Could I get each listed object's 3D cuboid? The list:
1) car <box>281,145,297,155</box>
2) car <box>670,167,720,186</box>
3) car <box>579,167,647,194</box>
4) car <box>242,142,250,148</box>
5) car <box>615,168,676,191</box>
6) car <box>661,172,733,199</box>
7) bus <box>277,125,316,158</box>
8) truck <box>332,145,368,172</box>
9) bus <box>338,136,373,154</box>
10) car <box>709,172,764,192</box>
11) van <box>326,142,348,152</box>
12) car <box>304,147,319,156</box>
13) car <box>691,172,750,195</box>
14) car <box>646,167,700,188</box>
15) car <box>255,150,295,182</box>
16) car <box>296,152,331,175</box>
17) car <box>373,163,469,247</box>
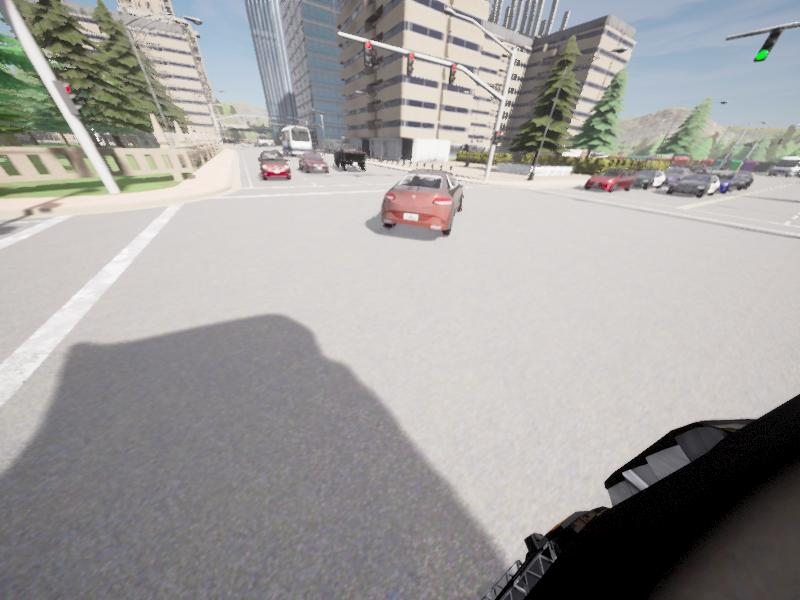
[{"bbox_3d":[-23.632,-31.934,49.076,2.128,1.511,4.902,-16,38,-26],"label":"car"},{"bbox_3d":[34.387,-14.467,26.960,4.611,1.667,2.242,-16,38,-26],"label":"car"},{"bbox_3d":[16.716,-9.439,18.140,4.514,1.525,2.007,-15,37,-25],"label":"car"},{"bbox_3d":[-50.199,-50.612,75.252,1.801,1.575,5.366,-16,38,-26],"label":"car"},{"bbox_3d":[22.143,-10.939,20.819,4.974,1.542,2.038,-16,38,-26],"label":"car"},{"bbox_3d":[22.970,-8.944,17.866,4.974,1.542,2.038,-16,38,-26],"label":"car"},{"bbox_3d":[-18.571,-27.968,40.981,3.944,4.253,10.273,-16,38,-26],"label":"bus"},{"bbox_3d":[-5.376,-14.990,24.323,2.390,2.098,6.274,-10,36,-19],"label":"truck"},{"bbox_3d":[-14.167,-49.726,74.104,10.273,4.253,3.944,-16,38,-26],"label":"bus"},{"bbox_3d":[34.526,-12.211,23.707,4.902,1.511,2.128,-16,38,-26],"label":"car"},{"bbox_3d":[-20.451,-49.524,74.971,6.366,2.431,2.351,-16,38,-26],"label":"van"},{"bbox_3d":[-18.200,-30.387,47.186,1.816,1.474,4.193,-16,38,-26],"label":"car"},{"bbox_3d":[29.013,-10.655,20.918,4.514,1.525,2.007,-16,38,-26],"label":"car"},{"bbox_3d":[28.166,-12.685,23.831,4.856,1.649,2.033,-16,38,-26],"label":"car"},{"bbox_3d":[-8.710,-9.343,15.976,1.851,1.617,3.988,-14,37,-24],"label":"car"},{"bbox_3d":[-7.788,-12.291,20.653,1.812,1.442,4.674,-16,38,-26],"label":"car"},{"bbox_3d":[1.016,-3.640,8.085,2.152,1.651,5.027,11,34,12],"label":"car"}]
